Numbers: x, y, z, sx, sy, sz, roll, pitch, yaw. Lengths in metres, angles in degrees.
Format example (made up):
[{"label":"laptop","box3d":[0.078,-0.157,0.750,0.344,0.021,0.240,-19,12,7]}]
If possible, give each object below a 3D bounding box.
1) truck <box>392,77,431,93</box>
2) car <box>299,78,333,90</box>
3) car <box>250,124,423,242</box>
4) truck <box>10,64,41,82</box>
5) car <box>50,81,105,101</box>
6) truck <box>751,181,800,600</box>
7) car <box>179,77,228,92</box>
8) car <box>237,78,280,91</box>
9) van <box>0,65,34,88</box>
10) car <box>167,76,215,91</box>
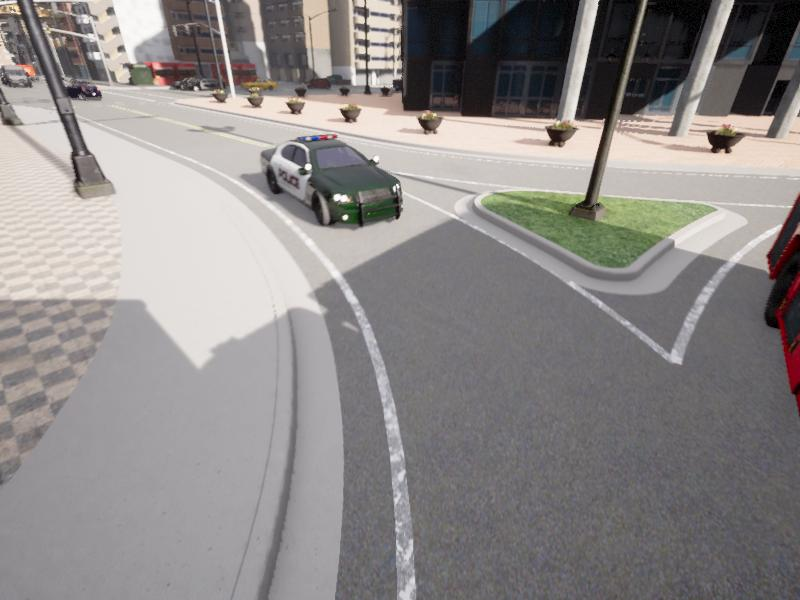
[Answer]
[{"label":"truck","box3d":[1.819,-34.076,63.279,2.390,2.098,6.274,27,38,37]},{"label":"car","box3d":[-13.123,-34.062,63.034,2.033,1.649,4.856,27,38,37]},{"label":"car","box3d":[-1.791,-3.168,9.890,2.038,1.542,4.974,-19,36,-30]},{"label":"truck","box3d":[-65.164,-39.510,69.597,5.204,2.467,2.627,27,39,37]},{"label":"car","box3d":[-29.375,-19.113,36.539,3.633,1.501,1.845,10,31,16]},{"label":"truck","box3d":[4.832,0.052,2.267,2.891,3.827,8.468,21,36,30]},{"label":"car","box3d":[-25.449,-28.068,52.032,1.930,1.638,5.238,27,39,37]},{"label":"car","box3d":[-20.070,-30.663,56.835,1.801,1.575,5.366,27,38,37]},{"label":"van","box3d":[-50.908,-29.700,53.095,5.915,2.561,1.988,27,39,37]},{"label":"car","box3d":[-28.126,-29.242,53.963,1.930,1.638,5.238,26,38,36]}]
